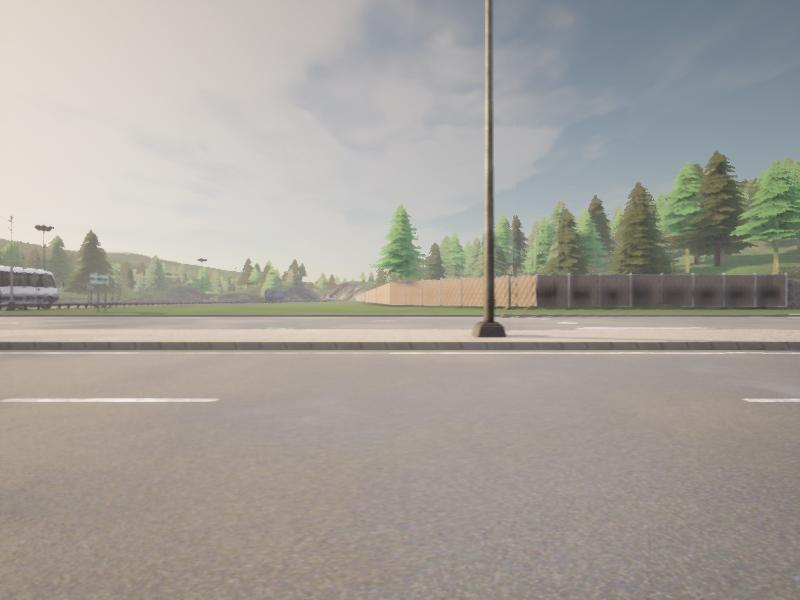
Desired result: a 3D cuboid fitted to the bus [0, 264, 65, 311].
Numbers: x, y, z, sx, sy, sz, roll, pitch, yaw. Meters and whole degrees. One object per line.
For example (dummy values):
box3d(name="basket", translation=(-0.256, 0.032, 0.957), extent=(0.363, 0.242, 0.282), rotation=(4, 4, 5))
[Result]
box3d(name="bus", translation=(-38.427, -1.132, 38.402), extent=(3.944, 4.253, 10.273), rotation=(0, 0, -1))
